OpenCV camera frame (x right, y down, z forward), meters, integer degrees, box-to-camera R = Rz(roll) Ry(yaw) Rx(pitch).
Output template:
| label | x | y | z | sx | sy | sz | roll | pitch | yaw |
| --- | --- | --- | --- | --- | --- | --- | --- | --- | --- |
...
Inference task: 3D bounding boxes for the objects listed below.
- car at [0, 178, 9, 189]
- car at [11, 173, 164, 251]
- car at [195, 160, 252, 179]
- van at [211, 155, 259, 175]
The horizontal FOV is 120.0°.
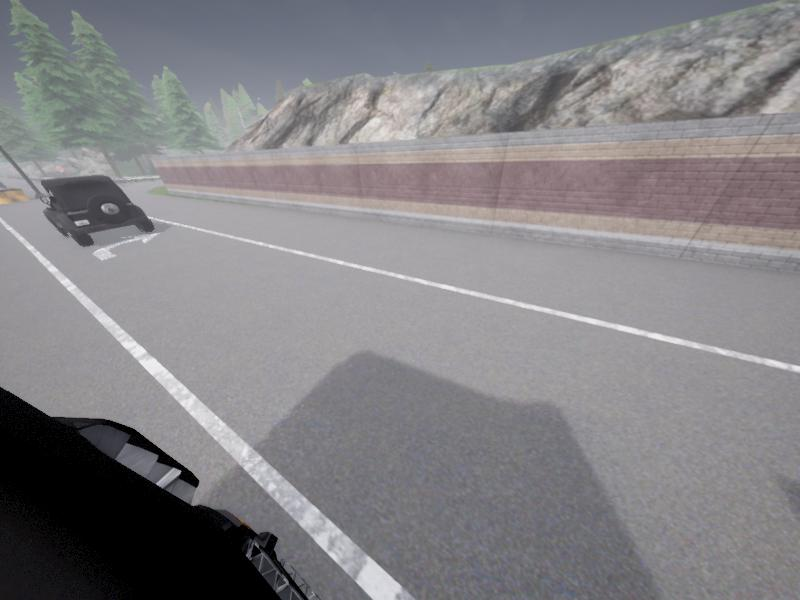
| label | x | y | z | sx | sy | sz | roll | pitch | yaw |
| --- | --- | --- | --- | --- | --- | --- | --- | --- | --- |
| car | -56.092 | -16.058 | 31.469 | 4.974 | 1.542 | 2.038 | 16 | 38 | 27 |
| car | -10.698 | -3.202 | 7.990 | 3.866 | 1.878 | 1.905 | 16 | 38 | 26 |
| car | -21.246 | -15.938 | 28.086 | 2.038 | 1.542 | 4.974 | 16 | 38 | 26 |
| van | -22.593 | -18.681 | 31.873 | 2.069 | 2.038 | 4.480 | 16 | 38 | 26 |
